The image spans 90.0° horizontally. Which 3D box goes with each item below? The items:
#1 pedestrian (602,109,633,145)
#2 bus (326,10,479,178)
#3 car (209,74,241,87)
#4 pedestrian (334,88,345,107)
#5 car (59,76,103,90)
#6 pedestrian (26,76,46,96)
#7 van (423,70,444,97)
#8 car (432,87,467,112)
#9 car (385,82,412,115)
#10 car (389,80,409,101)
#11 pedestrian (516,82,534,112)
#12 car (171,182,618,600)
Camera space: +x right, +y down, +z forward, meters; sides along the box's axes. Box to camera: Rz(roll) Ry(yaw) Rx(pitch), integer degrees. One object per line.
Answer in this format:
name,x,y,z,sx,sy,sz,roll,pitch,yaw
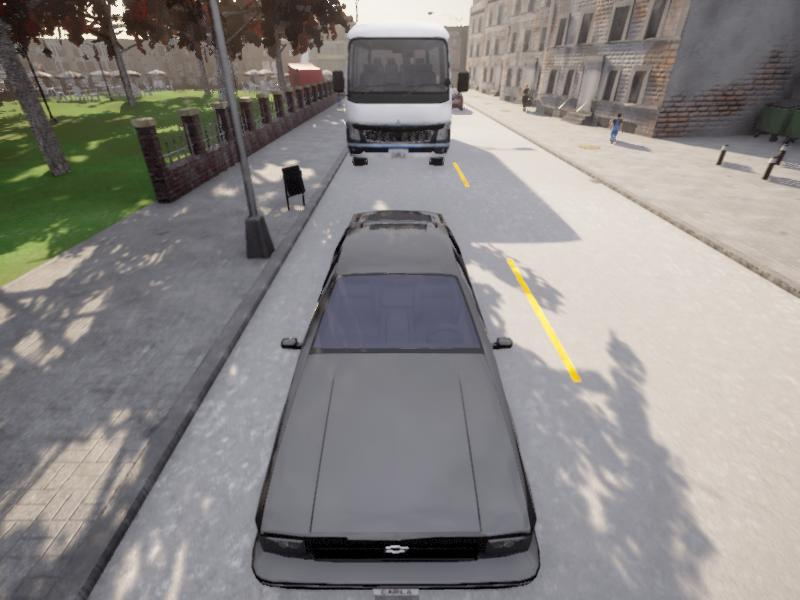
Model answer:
pedestrian,9.217,-7.379,17.018,0.751,1.300,0.751,8,31,13
bus,0.062,-8.241,15.822,3.944,4.253,10.273,0,30,0
car,-27.739,-34.874,63.544,3.866,1.878,1.905,0,30,0
pedestrian,-4.888,-16.391,32.376,0.751,1.300,0.751,0,30,0
car,-47.958,-32.610,60.214,4.553,1.767,2.097,0,30,0
pedestrian,-40.074,-23.609,44.095,0.751,1.860,0.751,-1,30,-2
van,3.831,-25.420,46.800,1.988,2.561,5.915,0,30,0
car,3.885,-16.137,32.021,2.163,1.488,4.792,0,30,0
car,-0.109,-15.008,29.683,1.905,1.878,3.866,0,31,0
car,-0.135,-21.750,41.430,1.930,1.638,5.238,0,30,0
pedestrian,8.912,-14.420,28.468,0.751,1.860,0.751,-2,30,-3
car,-0.029,0.063,4.490,2.033,1.411,5.357,0,30,0
